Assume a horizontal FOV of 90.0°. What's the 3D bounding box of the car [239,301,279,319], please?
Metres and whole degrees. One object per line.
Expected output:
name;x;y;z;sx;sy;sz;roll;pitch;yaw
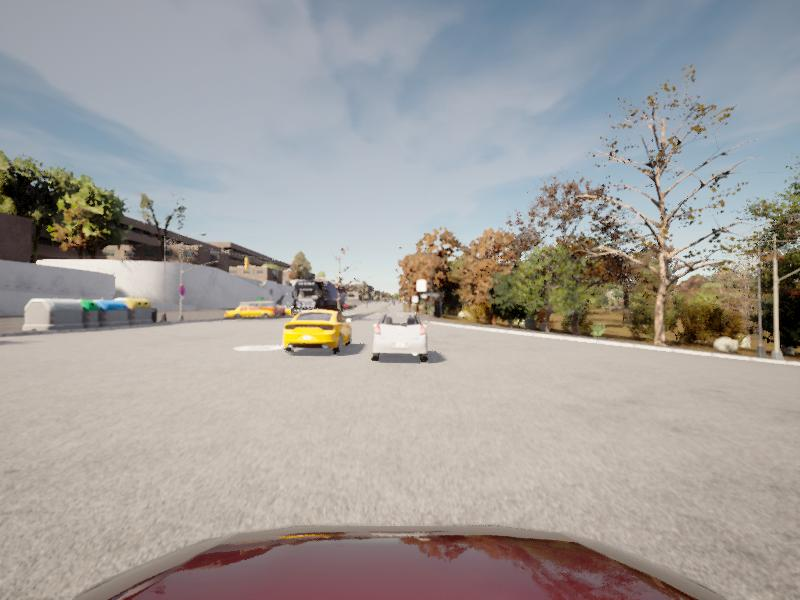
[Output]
car;-16.903;1.190;47.921;4.442;1.987;1.878;-1;-1;-20

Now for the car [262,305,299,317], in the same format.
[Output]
car;-17.017;1.497;56.823;4.892;1.521;2.231;-1;0;-20

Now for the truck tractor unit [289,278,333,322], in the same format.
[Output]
truck tractor unit;-8.930;0.018;41.131;3.053;4.208;6.516;0;-1;0

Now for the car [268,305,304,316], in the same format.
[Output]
car;-17.034;1.524;59.808;5.008;1.535;2.097;0;-1;-20

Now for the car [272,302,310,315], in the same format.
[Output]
car;-17.062;1.303;62.775;5.566;2.045;2.435;-1;0;-20

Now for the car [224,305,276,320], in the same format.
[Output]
car;-16.832;1.386;44.961;5.366;1.575;1.946;-1;-1;-20

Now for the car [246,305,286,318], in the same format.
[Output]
car;-17.040;1.472;50.846;4.792;1.488;2.163;-1;0;-20

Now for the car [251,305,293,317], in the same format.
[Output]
car;-17.192;1.466;53.775;5.366;1.575;1.946;-1;0;-20

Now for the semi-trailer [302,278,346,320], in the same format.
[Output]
semi-trailer;-8.942;-0.016;49.047;2.717;4.402;14.254;0;0;0

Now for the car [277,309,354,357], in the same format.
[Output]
car;-3.010;1.123;15.424;1.882;1.535;5.008;1;-1;0

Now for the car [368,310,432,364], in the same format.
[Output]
car;-0.003;1.121;13.369;1.845;1.501;3.633;1;-2;0
